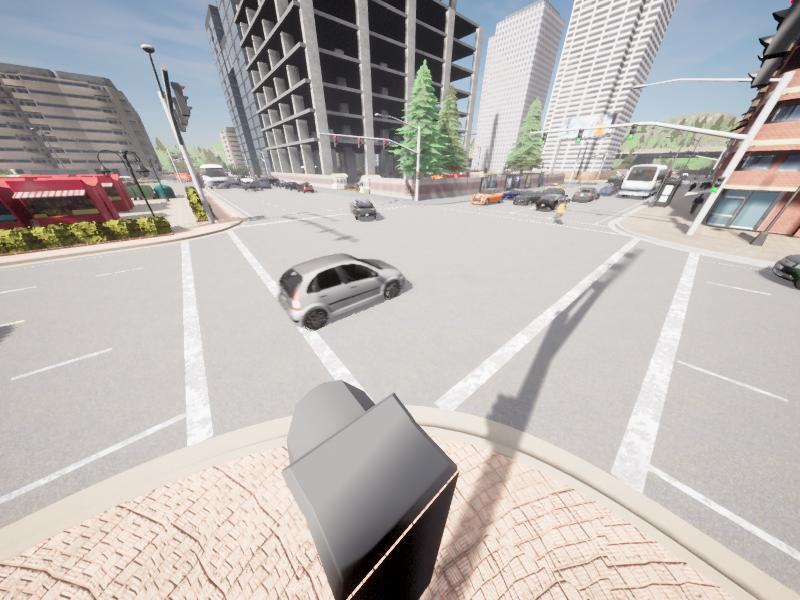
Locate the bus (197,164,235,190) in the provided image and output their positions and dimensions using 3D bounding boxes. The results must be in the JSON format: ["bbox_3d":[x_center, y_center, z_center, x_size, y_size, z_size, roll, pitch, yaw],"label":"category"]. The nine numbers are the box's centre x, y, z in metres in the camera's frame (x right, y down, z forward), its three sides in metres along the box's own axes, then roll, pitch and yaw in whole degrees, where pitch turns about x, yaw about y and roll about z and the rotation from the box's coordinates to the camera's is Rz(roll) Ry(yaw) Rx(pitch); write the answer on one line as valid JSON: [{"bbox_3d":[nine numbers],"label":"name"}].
[{"bbox_3d":[-37.612,-25.063,47.077,3.944,4.253,10.273,-23,36,-34],"label":"bus"}]

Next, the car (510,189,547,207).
[{"bbox_3d":[15.622,-12.414,28.014,4.892,1.490,1.837,-23,37,-34],"label":"car"}]

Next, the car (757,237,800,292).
[{"bbox_3d":[16.218,-0.903,7.905,3.705,1.549,1.789,21,36,32],"label":"car"}]

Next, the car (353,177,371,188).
[{"bbox_3d":[-8.128,-24.929,48.916,1.905,1.878,3.866,-23,37,-34],"label":"car"}]

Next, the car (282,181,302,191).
[{"bbox_3d":[-20.828,-22.030,44.514,1.882,1.535,5.008,-23,37,-34],"label":"car"}]

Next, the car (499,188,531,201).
[{"bbox_3d":[16.067,-14.798,32.341,4.718,1.301,1.895,-23,37,-34],"label":"car"}]

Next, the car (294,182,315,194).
[{"bbox_3d":[-16.556,-19.550,40.149,1.851,1.617,3.988,-23,37,-34],"label":"car"}]

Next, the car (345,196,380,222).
[{"bbox_3d":[-3.518,-8.382,20.988,2.128,1.511,4.902,-9,31,-16],"label":"car"}]

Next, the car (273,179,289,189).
[{"bbox_3d":[-25.198,-24.615,48.975,1.789,1.549,3.705,-23,37,-34],"label":"car"}]

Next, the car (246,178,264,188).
[{"bbox_3d":[-32.368,-26.160,51.584,2.152,1.651,5.027,-23,37,-34],"label":"car"}]

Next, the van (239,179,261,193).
[{"bbox_3d":[-26.663,-20.280,40.980,2.069,2.038,4.480,-23,37,-34],"label":"van"}]

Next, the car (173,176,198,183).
[{"bbox_3d":[-64.059,-35.999,68.914,2.128,1.511,4.902,22,37,33],"label":"car"}]

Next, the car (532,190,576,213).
[{"bbox_3d":[16.606,-10.669,24.844,5.238,1.638,1.930,-22,37,-33],"label":"car"}]

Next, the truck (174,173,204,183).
[{"bbox_3d":[-60.305,-34.976,66.107,5.204,2.467,2.627,-4,30,-6],"label":"truck"}]

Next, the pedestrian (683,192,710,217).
[{"bbox_3d":[26.256,-8.461,20.447,0.751,1.860,0.751,-21,36,-32],"label":"pedestrian"}]

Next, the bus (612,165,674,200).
[{"bbox_3d":[36.845,-17.999,34.936,10.273,4.253,3.944,-23,37,-34],"label":"bus"}]

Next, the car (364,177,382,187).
[{"bbox_3d":[-5.875,-25.875,50.553,1.905,1.878,3.866,-23,37,-34],"label":"car"}]

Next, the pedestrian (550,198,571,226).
[{"bbox_3d":[12.356,-6.803,17.838,0.751,1.860,0.751,23,37,34],"label":"pedestrian"}]

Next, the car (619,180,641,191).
[{"bbox_3d":[45.395,-22.608,45.622,5.366,1.575,1.801,-23,37,-34],"label":"car"}]

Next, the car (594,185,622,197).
[{"bbox_3d":[33.172,-17.430,36.800,5.357,1.411,2.033,-23,37,-34],"label":"car"}]

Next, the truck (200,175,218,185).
[{"bbox_3d":[-48.228,-30.301,58.275,2.390,2.098,6.274,-23,37,-34],"label":"truck"}]

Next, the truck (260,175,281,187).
[{"bbox_3d":[-30.214,-27.803,53.953,2.390,2.098,6.274,-23,37,-34],"label":"truck"}]

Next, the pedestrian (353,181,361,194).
[{"bbox_3d":[-6.809,-17.853,36.604,0.751,1.860,0.751,-18,34,-28],"label":"pedestrian"}]

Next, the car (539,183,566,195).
[{"bbox_3d":[26.148,-19.119,39.582,5.008,1.535,1.882,-22,37,-34],"label":"car"}]

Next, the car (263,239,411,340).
[{"bbox_3d":[-1.769,-0.632,7.478,3.988,1.617,1.851,-23,37,-34],"label":"car"}]

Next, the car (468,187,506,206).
[{"bbox_3d":[10.696,-12.768,28.325,4.553,1.767,2.097,-23,37,-34],"label":"car"}]

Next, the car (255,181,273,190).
[{"bbox_3d":[-27.697,-23.301,46.885,1.994,1.385,4.181,-23,37,-34],"label":"car"}]

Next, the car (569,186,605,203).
[{"bbox_3d":[25.037,-14.152,30.846,4.611,1.667,2.242,-23,37,-34],"label":"car"}]

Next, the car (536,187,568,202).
[{"bbox_3d":[21.150,-14.728,32.022,4.892,1.490,1.837,-23,37,-34],"label":"car"}]

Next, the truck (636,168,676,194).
[{"bbox_3d":[46.386,-21.729,41.809,8.468,3.827,2.891,-23,37,-34],"label":"truck"}]

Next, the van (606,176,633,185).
[{"bbox_3d":[56.118,-30.653,59.110,1.775,1.987,4.442,-22,37,-34],"label":"van"}]

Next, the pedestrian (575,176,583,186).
[{"bbox_3d":[41.953,-27.839,54.011,0.751,1.860,0.751,-23,37,-34],"label":"pedestrian"}]
